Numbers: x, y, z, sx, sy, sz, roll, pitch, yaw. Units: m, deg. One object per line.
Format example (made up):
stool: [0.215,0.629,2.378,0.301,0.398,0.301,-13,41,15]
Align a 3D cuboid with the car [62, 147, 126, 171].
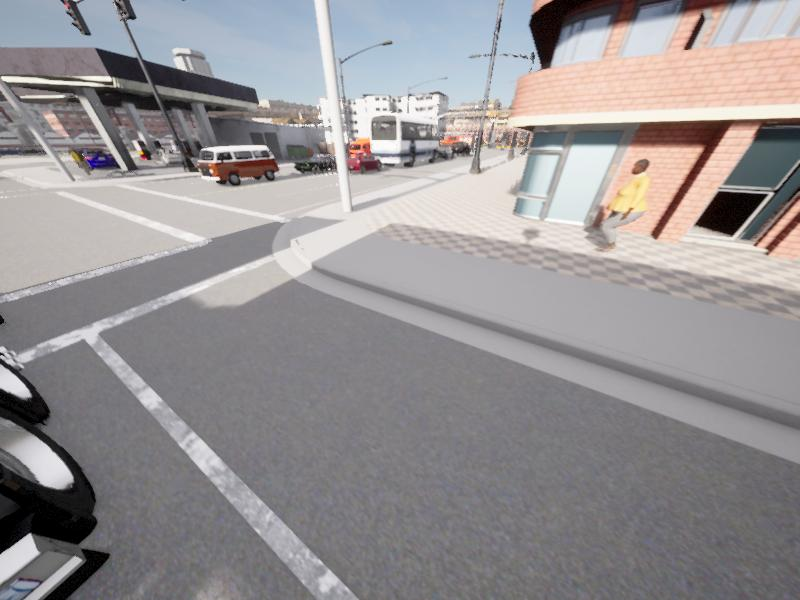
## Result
car: [-28.662,-13.277,21.678,4.611,1.667,2.242,18,39,24]

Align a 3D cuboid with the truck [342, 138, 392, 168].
truck: [-3.290,-15.903,24.869,2.627,2.467,5.204,17,38,23]

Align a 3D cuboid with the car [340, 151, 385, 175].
car: [-3.026,-11.645,19.541,1.845,1.501,3.633,17,38,23]

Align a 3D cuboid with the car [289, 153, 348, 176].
car: [-6.799,-11.769,19.941,1.895,1.301,4.718,17,38,23]

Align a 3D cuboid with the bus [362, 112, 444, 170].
bus: [0.830,-16.957,24.812,3.944,4.253,10.273,17,38,24]

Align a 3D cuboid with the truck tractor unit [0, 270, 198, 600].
truck tractor unit: [-5.118,-0.294,0.768,6.516,4.208,3.053,18,39,24]

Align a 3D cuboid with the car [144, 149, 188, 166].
car: [-26.482,-16.203,26.183,3.806,1.475,1.970,18,39,24]

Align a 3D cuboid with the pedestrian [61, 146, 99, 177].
pedestrian: [-22.600,-9.804,16.367,0.751,1.860,0.751,22,41,29]

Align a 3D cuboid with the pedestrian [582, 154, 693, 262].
pedestrian: [4.614,-1.853,4.711,0.751,1.860,0.751,16,38,22]

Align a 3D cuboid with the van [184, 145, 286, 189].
van: [-10.167,-8.626,14.757,2.069,2.038,4.480,17,38,23]
